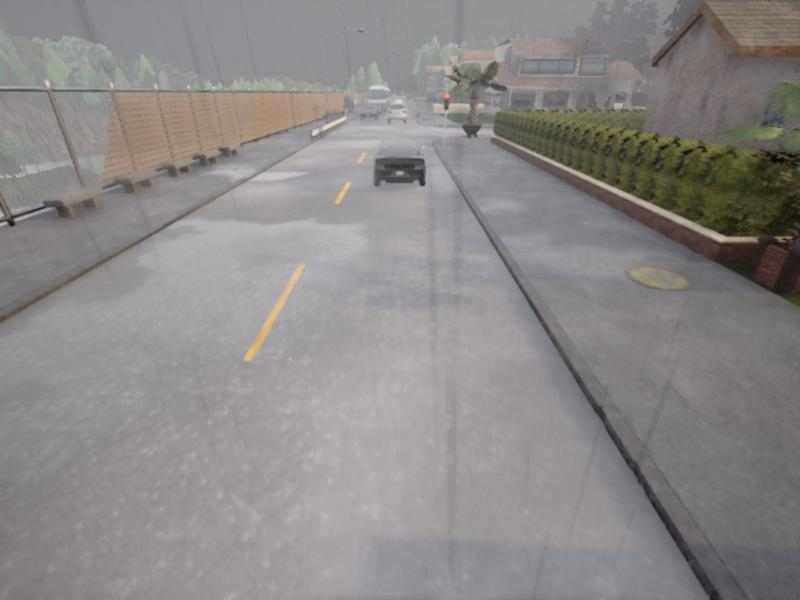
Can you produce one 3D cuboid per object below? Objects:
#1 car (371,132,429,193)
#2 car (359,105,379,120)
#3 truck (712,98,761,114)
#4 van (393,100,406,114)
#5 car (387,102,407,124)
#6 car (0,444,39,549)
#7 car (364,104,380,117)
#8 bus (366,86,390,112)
[{"bbox_3d":[-0.009,-5.531,15.628,1.882,1.535,5.008,0,27,0],"label":"car"},{"bbox_3d":[-4.023,-24.897,53.065,2.152,1.651,5.027,0,27,1],"label":"car"},{"bbox_3d":[53.480,-30.993,63.796,2.390,2.098,6.274,0,27,0],"label":"truck"},{"bbox_3d":[-0.051,-32.094,66.510,2.069,2.038,4.480,0,27,0],"label":"van"},{"bbox_3d":[-0.279,-22.035,47.027,2.150,2.045,5.566,0,27,1],"label":"car"},{"bbox_3d":[-3.999,2.059,1.157,1.994,1.385,4.181,0,27,0],"label":"car"},{"bbox_3d":[-4.045,-28.060,59.182,2.033,1.649,4.856,0,27,0],"label":"car"},{"bbox_3d":[-3.942,-37.920,75.401,3.944,4.253,10.273,0,27,0],"label":"bus"}]
